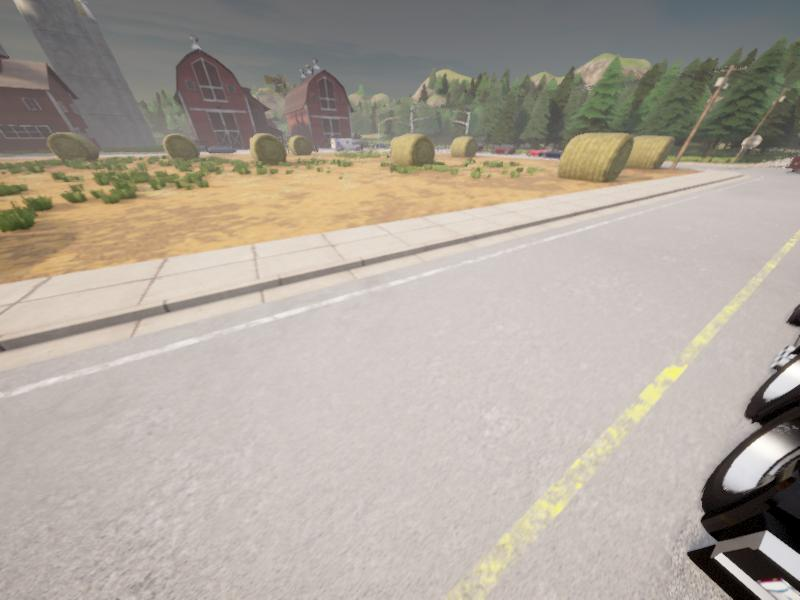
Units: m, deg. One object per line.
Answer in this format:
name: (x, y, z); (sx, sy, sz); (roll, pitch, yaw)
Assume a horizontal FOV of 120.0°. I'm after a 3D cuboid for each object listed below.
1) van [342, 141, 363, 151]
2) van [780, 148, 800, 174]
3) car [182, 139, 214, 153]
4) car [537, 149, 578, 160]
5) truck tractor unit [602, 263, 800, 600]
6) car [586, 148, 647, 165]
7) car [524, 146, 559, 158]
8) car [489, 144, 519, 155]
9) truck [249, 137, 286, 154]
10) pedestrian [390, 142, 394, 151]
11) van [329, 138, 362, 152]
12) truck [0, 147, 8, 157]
van: (-11.148, -36.272, 54.366); (4.442, 1.987, 1.775); (-21, 40, -28)
van: (37.923, -12.010, 20.023); (4.442, 1.987, 1.775); (18, 39, 24)
car: (-37.992, -29.081, 43.559); (1.905, 1.878, 3.866); (13, 38, 8)
car: (23.799, -22.196, 35.174); (1.895, 1.301, 4.718); (-20, 40, -27)
truck tractor unit: (5.113, -0.297, 0.794); (6.516, 4.208, 3.053); (-18, 39, -24)
car: (27.822, -18.732, 29.982); (1.801, 1.575, 5.366); (-20, 40, -27)
car: (24.271, -25.556, 39.816); (2.007, 1.525, 4.514); (-20, 40, -27)
car: (20.152, -29.335, 44.977); (2.097, 1.767, 4.553); (-20, 40, -27)
truck: (-24.746, -28.920, 43.243); (5.204, 2.467, 2.627); (-21, 40, -28)
pedestrian: (-1.965, -38.080, 57.179); (0.751, 1.860, 0.751); (-28, 44, -35)
van: (-11.756, -33.803, 50.455); (6.366, 2.431, 2.351); (-21, 40, -27)
truck: (-57.454, -19.547, 28.199); (8.468, 3.827, 2.891); (-21, 40, -27)
